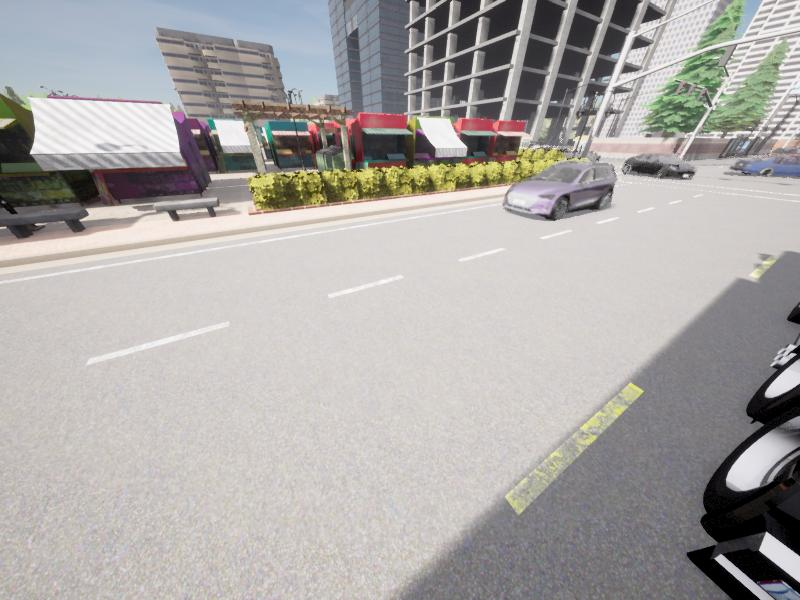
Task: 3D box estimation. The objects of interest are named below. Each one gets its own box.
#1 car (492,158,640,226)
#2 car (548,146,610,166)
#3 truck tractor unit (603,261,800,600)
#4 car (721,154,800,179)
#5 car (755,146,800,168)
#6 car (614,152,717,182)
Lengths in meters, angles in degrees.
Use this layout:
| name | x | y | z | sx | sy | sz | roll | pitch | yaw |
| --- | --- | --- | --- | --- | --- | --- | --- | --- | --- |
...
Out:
| name | x | y | z | sx | sy | sz | roll | pitch | yaw |
| --- | --- | --- | --- | --- | --- | --- | --- | --- | --- |
| car | 6.185 | -4.233 | 8.695 | 4.856 | 1.649 | 2.033 | -17 | 39 | -24 |
| car | 19.501 | -15.944 | 25.473 | 2.242 | 1.667 | 4.611 | -18 | 39 | -25 |
| truck tractor unit | 5.104 | -0.308 | 0.788 | 6.516 | 4.208 | 3.053 | -19 | 39 | -24 |
| car | 29.119 | -10.079 | 17.449 | 5.357 | 1.411 | 2.033 | 13 | 37 | 17 |
| car | 41.593 | -15.599 | 25.130 | 4.553 | 1.767 | 2.097 | -18 | 39 | -24 |
| car | 19.050 | -9.916 | 17.036 | 2.163 | 1.488 | 4.792 | 2 | 35 | 2 |
